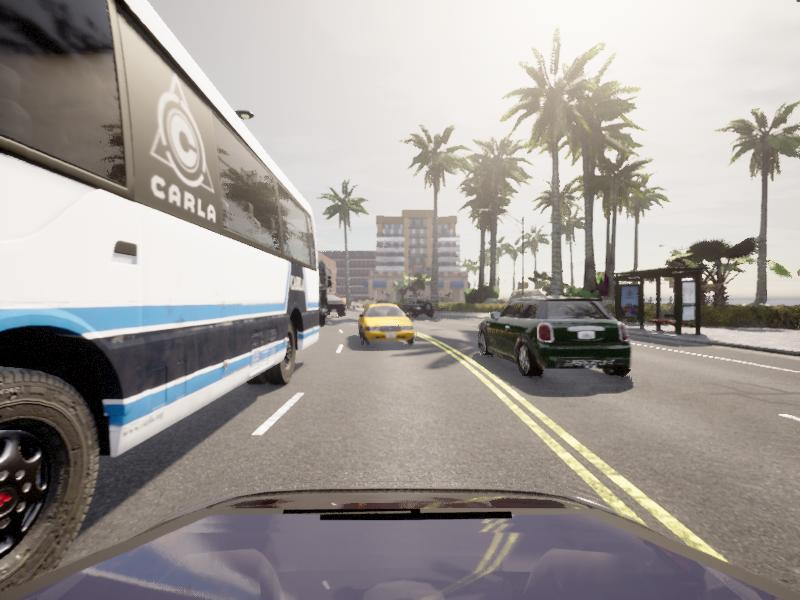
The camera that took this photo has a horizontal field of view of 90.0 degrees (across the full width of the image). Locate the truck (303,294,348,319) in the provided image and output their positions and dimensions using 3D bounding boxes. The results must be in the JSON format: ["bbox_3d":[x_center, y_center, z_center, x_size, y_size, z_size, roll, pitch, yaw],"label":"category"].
[{"bbox_3d":[-7.059,0.538,37.213,2.390,2.098,6.274,0,0,-27],"label":"truck"}]

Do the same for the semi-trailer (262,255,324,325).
[{"bbox_3d":[-9.072,-0.625,32.198,2.717,4.402,14.254,0,0,-24],"label":"semi-trailer"}]

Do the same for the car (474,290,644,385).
[{"bbox_3d":[3.441,0.694,9.827,2.097,1.767,4.553,0,0,-4],"label":"car"}]

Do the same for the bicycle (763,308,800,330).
[{"bbox_3d":[19.192,0.937,20.114,0.373,1.024,1.643,0,0,-1],"label":"bicycle"}]

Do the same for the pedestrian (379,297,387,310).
[{"bbox_3d":[-2.477,0.479,58.253,0.751,1.860,0.751,0,0,-38],"label":"pedestrian"}]

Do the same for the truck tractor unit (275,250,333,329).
[{"bbox_3d":[-6.112,-0.527,24.869,3.053,4.208,6.516,0,0,-17],"label":"truck tractor unit"}]

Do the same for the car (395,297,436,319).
[{"bbox_3d":[1.279,0.650,35.548,1.932,1.855,4.605,0,0,-22],"label":"car"}]

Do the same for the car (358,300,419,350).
[{"bbox_3d":[-0.632,0.800,15.409,1.801,1.575,5.366,0,0,-8],"label":"car"}]

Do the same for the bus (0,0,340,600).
[{"bbox_3d":[-3.395,-0.534,5.346,3.944,4.253,10.273,0,0,-2],"label":"bus"}]
